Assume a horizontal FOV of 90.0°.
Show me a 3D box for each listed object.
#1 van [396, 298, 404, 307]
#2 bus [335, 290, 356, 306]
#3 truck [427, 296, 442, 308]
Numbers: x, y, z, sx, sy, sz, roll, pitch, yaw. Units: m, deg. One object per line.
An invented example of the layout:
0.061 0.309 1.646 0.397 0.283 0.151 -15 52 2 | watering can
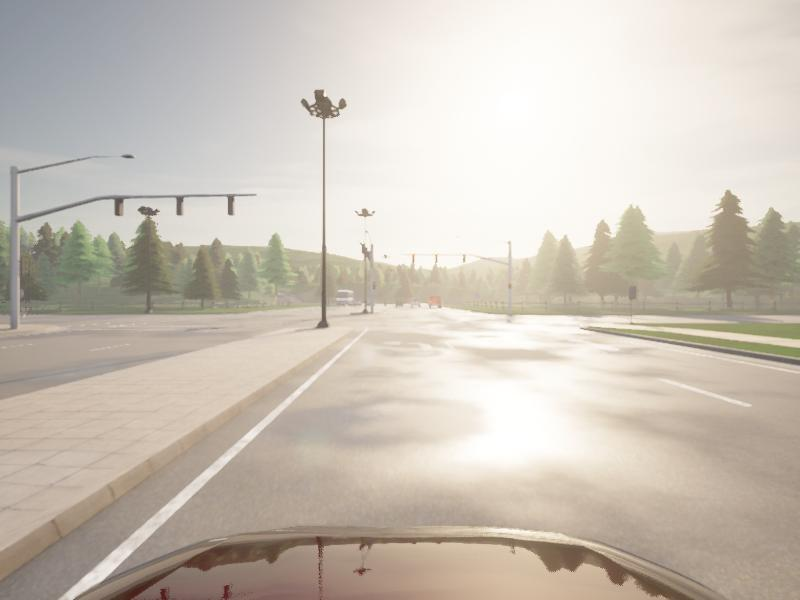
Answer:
-0.024 0.610 89.399 1.775 1.987 4.442 0 0 1 | van
-14.499 -0.524 106.949 3.944 4.253 10.273 0 0 1 | bus
6.924 0.366 80.506 2.627 2.467 5.204 0 0 0 | truck
